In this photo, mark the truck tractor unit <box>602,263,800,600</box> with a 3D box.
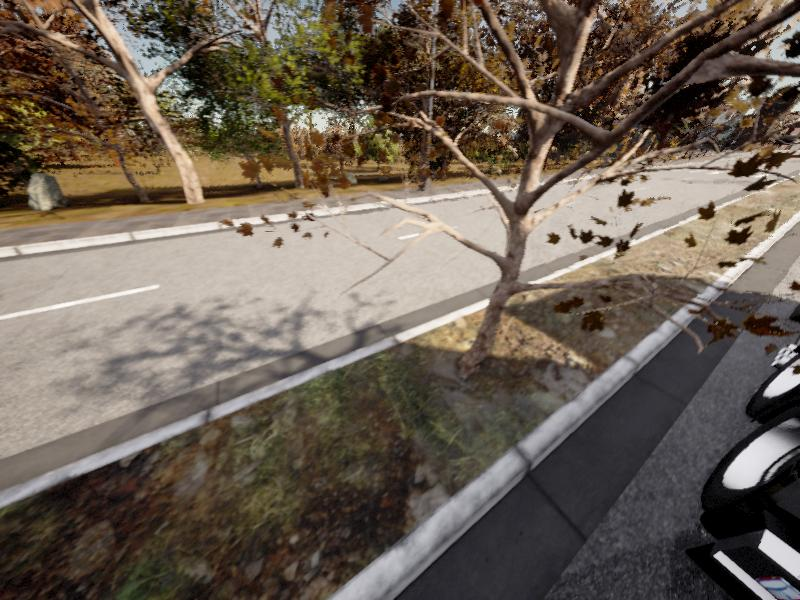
[{"bbox_3d":[5.112,-0.301,0.780,6.516,4.208,3.053,-18,39,-24],"label":"truck tractor unit"}]
